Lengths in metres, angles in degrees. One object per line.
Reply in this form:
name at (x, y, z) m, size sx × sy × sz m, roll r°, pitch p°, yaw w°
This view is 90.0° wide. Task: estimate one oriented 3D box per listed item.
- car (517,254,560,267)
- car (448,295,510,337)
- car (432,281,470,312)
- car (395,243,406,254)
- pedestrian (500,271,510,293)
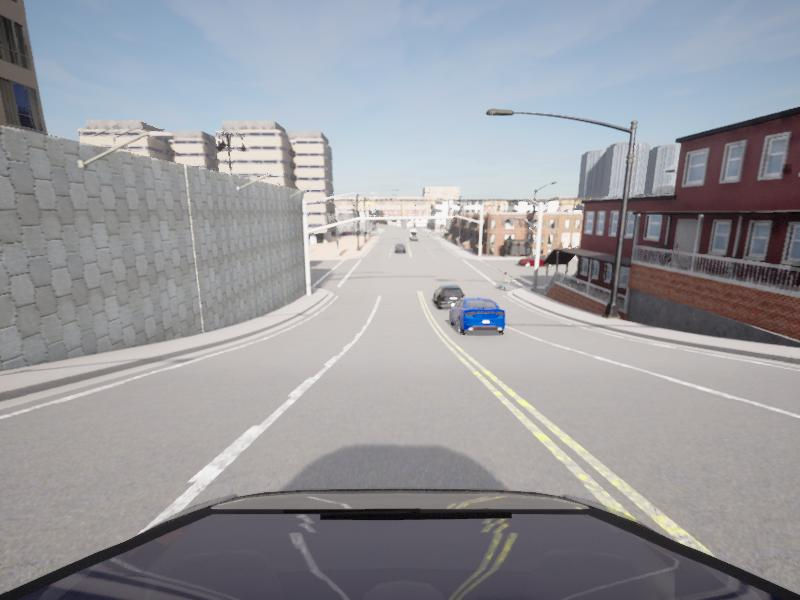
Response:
car at (18.325, -5.216, 53.108) m, size 5.008 × 1.535 × 1.882 m, roll 0°, pitch 12°, yaw 0°
car at (3.515, 0.614, 18.740) m, size 1.882 × 1.535 × 5.008 m, roll 0°, pitch 3°, yaw 0°
car at (3.523, -0.339, 28.572) m, size 2.033 × 1.649 × 4.856 m, roll 0°, pitch 8°, yaw 0°
car at (0.056, -9.203, 71.114) m, size 1.930 × 1.638 × 5.238 m, roll 0°, pitch 12°, yaw 0°
pedestrian at (9.424, -1.658, 35.902) m, size 0.751 × 1.860 × 0.751 m, roll 2°, pitch 12°, yaw 8°
